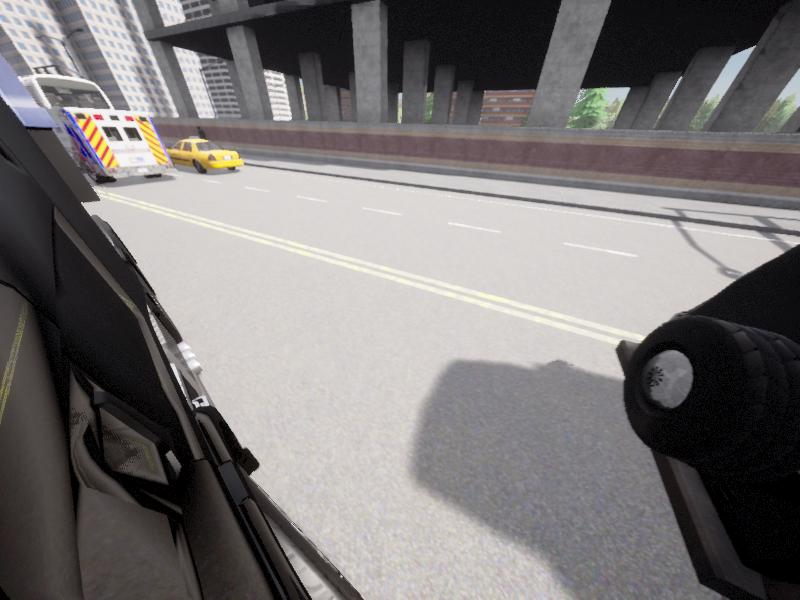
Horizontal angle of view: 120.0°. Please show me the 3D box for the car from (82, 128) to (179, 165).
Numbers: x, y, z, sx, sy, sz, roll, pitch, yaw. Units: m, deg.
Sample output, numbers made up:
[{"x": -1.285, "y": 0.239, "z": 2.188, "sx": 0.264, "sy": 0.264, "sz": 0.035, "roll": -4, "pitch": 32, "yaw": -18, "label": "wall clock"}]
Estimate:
[{"x": -17.502, "y": -10.080, "z": 15.073, "sx": 4.611, "sy": 1.667, "sz": 2.242, "roll": 17, "pitch": 39, "yaw": 20, "label": "car"}]

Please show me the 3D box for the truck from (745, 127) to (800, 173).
[{"x": 42.906, "y": -15.830, "z": 24.339, "sx": 2.891, "sy": 3.827, "sz": 8.468, "roll": 17, "pitch": 39, "yaw": 20, "label": "truck"}]

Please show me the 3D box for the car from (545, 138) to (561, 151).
[{"x": 28.085, "y": -28.648, "z": 42.502, "sx": 1.905, "sy": 1.878, "sz": 3.866, "roll": 18, "pitch": 39, "yaw": 20, "label": "car"}]

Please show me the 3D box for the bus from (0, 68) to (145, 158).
[{"x": -25.468, "y": -13.568, "z": 17.223, "sx": 10.273, "sy": 4.253, "sz": 3.944, "roll": 17, "pitch": 39, "yaw": 20, "label": "bus"}]

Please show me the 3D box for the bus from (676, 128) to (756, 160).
[{"x": 57.723, "y": -29.045, "z": 42.888, "sx": 3.944, "sy": 4.253, "sz": 10.273, "roll": 17, "pitch": 39, "yaw": 20, "label": "bus"}]

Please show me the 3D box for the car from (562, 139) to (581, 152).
[{"x": 30.721, "y": -27.812, "z": 41.501, "sx": 1.905, "sy": 1.878, "sz": 3.866, "roll": 18, "pitch": 39, "yaw": 20, "label": "car"}]

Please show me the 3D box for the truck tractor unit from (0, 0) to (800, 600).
[{"x": -2.645, "y": -0.295, "z": 0.351, "sx": 6.516, "sy": 4.208, "sz": 3.053, "roll": 28, "pitch": 44, "yaw": 30, "label": "truck tractor unit"}]

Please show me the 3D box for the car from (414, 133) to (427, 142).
[{"x": 5.497, "y": -42.651, "z": 60.503, "sx": 1.905, "sy": 1.878, "sz": 3.866, "roll": 18, "pitch": 39, "yaw": 20, "label": "car"}]

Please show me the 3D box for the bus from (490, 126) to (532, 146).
[{"x": 32.443, "y": -48.173, "z": 67.797, "sx": 10.273, "sy": 4.253, "sz": 3.944, "roll": 18, "pitch": 39, "yaw": 20, "label": "bus"}]

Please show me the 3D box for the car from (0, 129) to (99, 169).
[{"x": -19.995, "y": -8.502, "z": 12.909, "sx": 4.902, "sy": 1.511, "sz": 2.128, "roll": 18, "pitch": 39, "yaw": 20, "label": "car"}]

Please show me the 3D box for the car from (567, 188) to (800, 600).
[{"x": 3.336, "y": 0.999, "z": 0.853, "sx": 3.866, "sy": 1.878, "sz": 1.905, "roll": 18, "pitch": 39, "yaw": 20, "label": "car"}]

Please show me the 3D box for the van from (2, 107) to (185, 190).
[{"x": -13.156, "y": -6.721, "z": 10.069, "sx": 6.366, "sy": 2.431, "sz": 2.351, "roll": 18, "pitch": 39, "yaw": 20, "label": "van"}]

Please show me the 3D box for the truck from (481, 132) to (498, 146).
[{"x": 21.506, "y": -38.604, "z": 55.338, "sx": 2.615, "sy": 2.467, "sz": 5.204, "roll": 18, "pitch": 39, "yaw": 20, "label": "truck"}]

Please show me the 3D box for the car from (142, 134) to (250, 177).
[{"x": -11.149, "y": -8.040, "z": 12.703, "sx": 5.366, "sy": 1.575, "sz": 1.801, "roll": 18, "pitch": 39, "yaw": 20, "label": "car"}]

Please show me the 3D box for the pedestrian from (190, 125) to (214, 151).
[{"x": -17.459, "y": -14.338, "z": 20.447, "sx": 0.751, "sy": 1.860, "sz": 0.751, "roll": 18, "pitch": 39, "yaw": 20, "label": "pedestrian"}]

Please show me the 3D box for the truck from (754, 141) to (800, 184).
[{"x": 30.388, "y": -9.891, "z": 16.669, "sx": 2.627, "sy": 2.467, "sz": 5.204, "roll": 17, "pitch": 39, "yaw": 20, "label": "truck"}]

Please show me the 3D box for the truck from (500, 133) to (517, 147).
[{"x": 25.370, "y": -37.379, "z": 53.871, "sx": 2.615, "sy": 2.467, "sz": 5.204, "roll": 18, "pitch": 39, "yaw": 20, "label": "truck"}]

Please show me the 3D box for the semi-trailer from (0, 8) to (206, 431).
[{"x": -8.992, "y": -3.346, "z": 3.982, "sx": 14.254, "sy": 4.402, "sz": 2.717, "roll": 24, "pitch": 41, "yaw": 27, "label": "semi-trailer"}]
